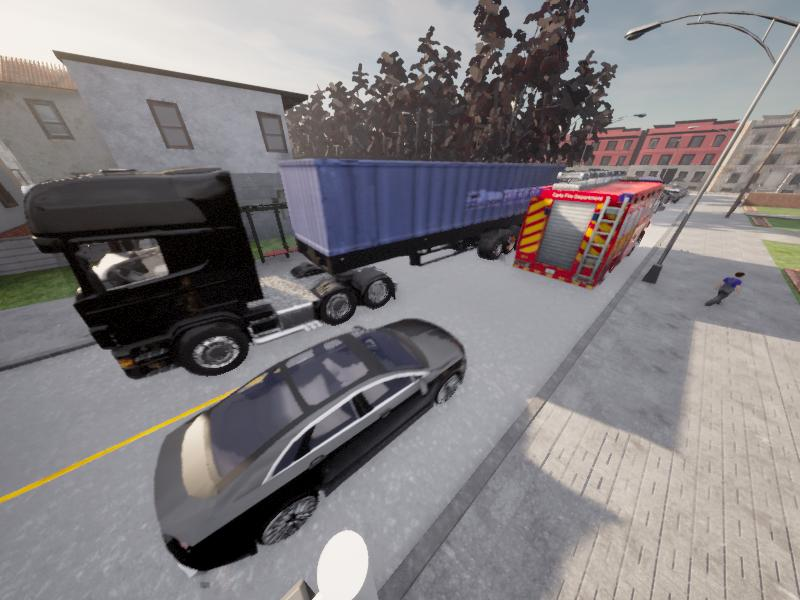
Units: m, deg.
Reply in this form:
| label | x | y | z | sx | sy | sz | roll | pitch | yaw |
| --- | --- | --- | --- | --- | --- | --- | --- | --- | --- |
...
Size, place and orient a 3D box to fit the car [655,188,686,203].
| label | x | y | z | sx | sy | sz | roll | pitch | yaw |
| --- | --- | --- | --- | --- | --- | --- | --- | --- | --- |
| car | 35.636 | -13.773 | 30.385 | 3.806 | 1.475 | 1.970 | -23 | 37 | -34 |

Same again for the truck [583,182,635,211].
| label | x | y | z | sx | sy | sz | roll | pitch | yaw |
| --- | --- | --- | --- | --- | --- | --- | --- | --- | --- |
| truck | 23.164 | -11.588 | 25.608 | 5.204 | 2.467 | 2.627 | -23 | 37 | -34 |

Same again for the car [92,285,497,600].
| label | x | y | z | sx | sy | sz | roll | pitch | yaw |
| --- | --- | --- | --- | --- | --- | --- | --- | --- | --- |
| car | -0.798 | 1.484 | 3.925 | 4.902 | 1.511 | 2.128 | -23 | 37 | -34 |

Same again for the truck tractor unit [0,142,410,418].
| label | x | y | z | sx | sy | sz | roll | pitch | yaw |
| --- | --- | --- | --- | --- | --- | --- | --- | --- | --- |
| truck tractor unit | -3.227 | -1.283 | 6.003 | 6.516 | 4.208 | 3.053 | -22 | 37 | -34 |

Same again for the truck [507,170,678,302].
| label | x | y | z | sx | sy | sz | roll | pitch | yaw |
| --- | --- | --- | --- | --- | --- | --- | --- | --- | --- |
| truck | 8.709 | -3.499 | 10.242 | 8.468 | 3.827 | 2.891 | -23 | 37 | -34 |

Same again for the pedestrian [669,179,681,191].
| label | x | y | z | sx | sy | sz | roll | pitch | yaw |
| --- | --- | --- | --- | --- | --- | --- | --- | --- | --- |
| pedestrian | 50.780 | -21.244 | 42.684 | 0.751 | 1.860 | 0.751 | 22 | 37 | 33 |

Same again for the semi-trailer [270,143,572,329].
| label | x | y | z | sx | sy | sz | roll | pitch | yaw |
| --- | --- | --- | --- | --- | --- | --- | --- | --- | --- |
| semi-trailer | 2.836 | -3.908 | 10.358 | 14.254 | 4.402 | 2.717 | -23 | 37 | -34 |

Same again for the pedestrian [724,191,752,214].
| label | x | y | z | sx | sy | sz | roll | pitch | yaw |
| --- | --- | --- | --- | --- | --- | --- | --- | --- | --- |
| pedestrian | 32.108 | -9.273 | 21.949 | 0.751 | 1.860 | 0.751 | -19 | 35 | -29 |

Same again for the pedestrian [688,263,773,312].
| label | x | y | z | sx | sy | sz | roll | pitch | yaw |
| --- | --- | --- | --- | --- | --- | --- | --- | --- | --- |
| pedestrian | 10.058 | -0.387 | 7.120 | 0.751 | 1.300 | 0.751 | 1 | 30 | 2 |
